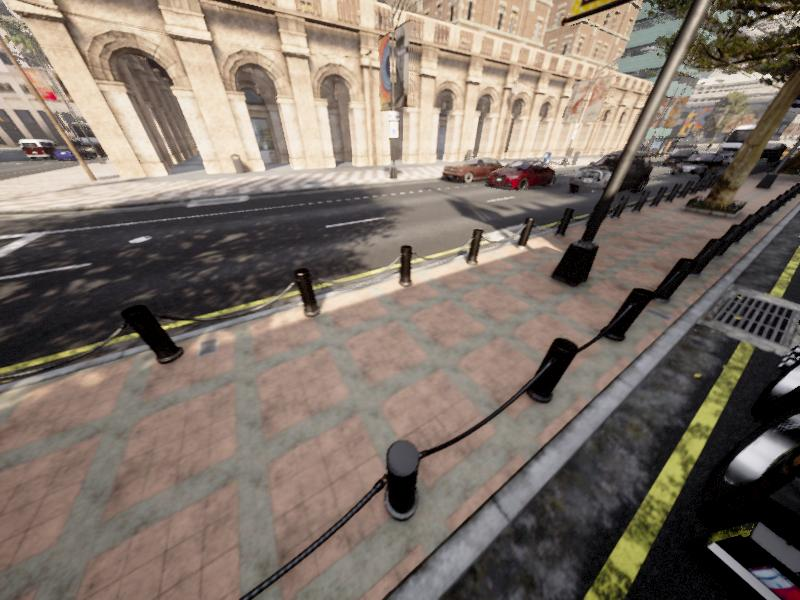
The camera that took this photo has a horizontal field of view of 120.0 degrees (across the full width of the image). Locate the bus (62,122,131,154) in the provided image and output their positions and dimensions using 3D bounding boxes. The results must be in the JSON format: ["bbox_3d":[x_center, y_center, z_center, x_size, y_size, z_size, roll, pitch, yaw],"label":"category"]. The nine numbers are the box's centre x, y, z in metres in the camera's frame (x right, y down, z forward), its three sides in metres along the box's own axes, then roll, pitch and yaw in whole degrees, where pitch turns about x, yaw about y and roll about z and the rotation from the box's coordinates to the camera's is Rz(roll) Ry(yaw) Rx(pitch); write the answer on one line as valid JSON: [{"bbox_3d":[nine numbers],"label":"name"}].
[{"bbox_3d":[-54.342,-29.357,41.963,3.944,4.253,10.273,-20,40,-27],"label":"bus"}]

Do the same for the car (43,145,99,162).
[{"bbox_3d":[-39.122,-17.639,27.696,2.163,1.488,4.792,-19,39,-25],"label":"car"}]

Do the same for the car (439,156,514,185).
[{"bbox_3d":[5.128,-8.728,15.436,4.718,1.301,1.895,-19,39,-25],"label":"car"}]

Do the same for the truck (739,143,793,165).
[{"bbox_3d":[46.654,-18.727,29.458,6.274,2.098,2.390,-19,39,-25],"label":"truck"}]

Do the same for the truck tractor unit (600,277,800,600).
[{"bbox_3d":[5.131,-0.280,0.751,6.516,4.208,3.053,-17,39,-23],"label":"truck tractor unit"}]

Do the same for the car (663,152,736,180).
[{"bbox_3d":[23.302,-10.511,17.974,4.902,1.511,2.128,-19,39,-25],"label":"car"}]

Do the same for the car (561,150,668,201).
[{"bbox_3d":[10.705,-6.359,11.585,4.605,1.855,1.932,-18,39,-25],"label":"car"}]

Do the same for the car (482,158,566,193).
[{"bbox_3d":[7.075,-7.248,13.272,4.181,1.385,1.994,-19,39,-25],"label":"car"}]

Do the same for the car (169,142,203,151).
[{"bbox_3d":[-48.331,-34.806,52.396,2.152,1.651,5.027,20,40,26],"label":"car"}]

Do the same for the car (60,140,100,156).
[{"bbox_3d":[-49.018,-23.398,35.521,1.905,1.878,3.866,-19,39,-25],"label":"car"}]

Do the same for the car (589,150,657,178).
[{"bbox_3d":[17.947,-11.067,18.623,4.856,1.649,2.033,-19,39,-25],"label":"car"}]

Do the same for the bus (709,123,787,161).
[{"bbox_3d":[53.414,-24.163,35.443,10.273,4.253,3.944,-19,39,-26],"label":"bus"}]

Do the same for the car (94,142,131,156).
[{"bbox_3d":[-46.157,-24.411,37.238,2.152,1.651,5.027,-18,39,-25],"label":"car"}]

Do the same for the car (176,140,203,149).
[{"bbox_3d":[-52.795,-39.023,57.944,4.605,1.855,1.932,-25,42,-32],"label":"car"}]

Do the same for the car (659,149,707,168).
[{"bbox_3d":[30.562,-15.322,24.955,4.892,1.490,1.837,-20,40,-25],"label":"car"}]

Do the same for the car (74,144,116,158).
[{"bbox_3d":[-42.561,-20.955,32.390,2.007,1.525,4.514,-19,39,-25],"label":"car"}]

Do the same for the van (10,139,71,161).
[{"bbox_3d":[-43.849,-18.511,28.413,2.069,2.038,4.480,-19,39,-25],"label":"van"}]
